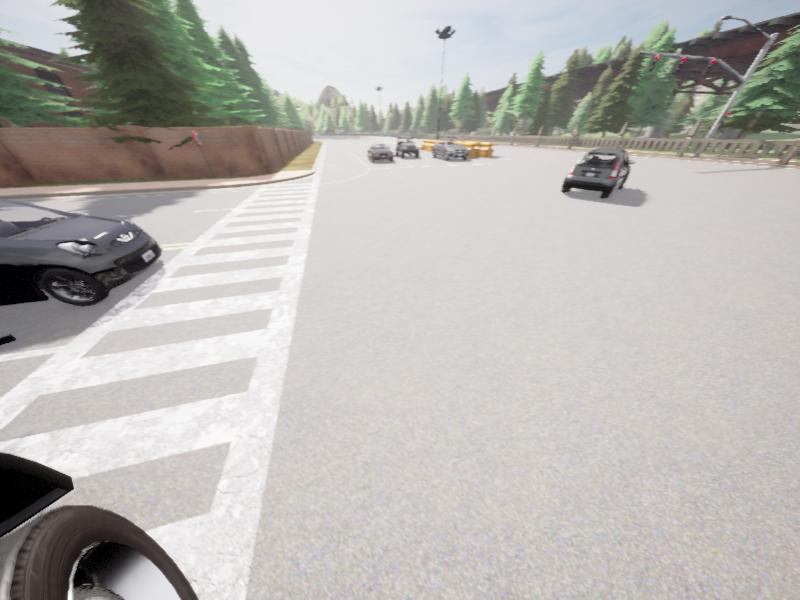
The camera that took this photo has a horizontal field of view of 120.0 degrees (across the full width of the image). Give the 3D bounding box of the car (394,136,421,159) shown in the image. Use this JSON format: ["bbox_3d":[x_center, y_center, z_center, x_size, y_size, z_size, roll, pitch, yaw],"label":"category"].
[{"bbox_3d":[0.733,-16.415,24.772,1.905,1.878,3.866,-9,37,-11],"label":"car"}]

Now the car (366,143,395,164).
[{"bbox_3d":[-1.916,-13.954,21.863,1.994,1.385,4.181,-9,37,-11],"label":"car"}]

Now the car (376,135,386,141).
[{"bbox_3d":[-6.276,-54.185,77.178,1.970,1.475,3.806,-14,38,-18],"label":"car"}]

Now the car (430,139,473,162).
[{"bbox_3d":[4.920,-14.991,22.992,2.152,1.651,5.027,-9,37,-11],"label":"car"}]

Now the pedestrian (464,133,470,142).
[{"bbox_3d":[16.942,-41.272,58.507,0.751,1.860,0.751,-9,37,-11],"label":"pedestrian"}]

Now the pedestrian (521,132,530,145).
[{"bbox_3d":[22.934,-29.439,42.153,0.751,1.860,0.751,-8,37,-10],"label":"pedestrian"}]

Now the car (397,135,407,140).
[{"bbox_3d":[0.588,-55.253,78.549,1.837,1.490,4.892,-14,38,-18],"label":"car"}]

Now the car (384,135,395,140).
[{"bbox_3d":[-3.658,-55.942,79.495,2.038,1.542,4.974,-16,39,-20],"label":"car"}]

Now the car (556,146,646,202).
[{"bbox_3d":[8.870,-5.697,10.169,3.988,1.617,1.851,-30,45,-34],"label":"car"}]

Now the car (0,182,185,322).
[{"bbox_3d":[-6.345,-0.775,3.644,3.633,1.501,1.845,-10,37,-12],"label":"car"}]
